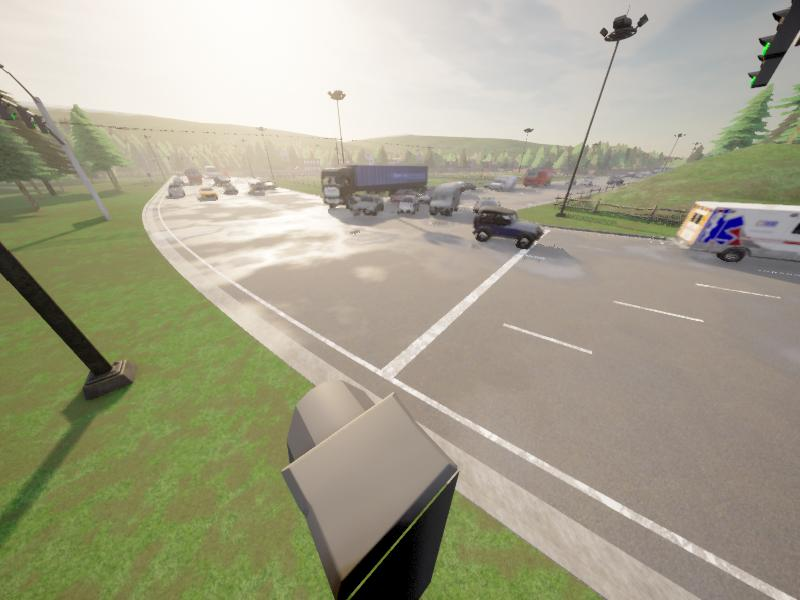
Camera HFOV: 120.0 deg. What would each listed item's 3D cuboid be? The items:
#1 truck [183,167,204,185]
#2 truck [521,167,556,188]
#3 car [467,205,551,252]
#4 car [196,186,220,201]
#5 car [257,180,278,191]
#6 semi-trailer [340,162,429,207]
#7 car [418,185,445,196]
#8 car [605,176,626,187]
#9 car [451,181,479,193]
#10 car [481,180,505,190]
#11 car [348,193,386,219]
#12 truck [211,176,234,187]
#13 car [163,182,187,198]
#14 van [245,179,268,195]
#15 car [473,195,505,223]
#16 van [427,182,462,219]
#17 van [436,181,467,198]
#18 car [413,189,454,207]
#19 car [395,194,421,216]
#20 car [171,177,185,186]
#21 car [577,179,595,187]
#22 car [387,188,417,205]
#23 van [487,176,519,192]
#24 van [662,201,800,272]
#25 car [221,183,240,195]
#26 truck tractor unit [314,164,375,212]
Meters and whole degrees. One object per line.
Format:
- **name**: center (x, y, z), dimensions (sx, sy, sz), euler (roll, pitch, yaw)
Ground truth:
- **truck**: center (-55.176, -33.186, 61.662), dimensions (2.891, 3.827, 8.468), euler (-22, 37, -33)
- **truck**: center (31.054, -27.483, 51.776), dimensions (8.468, 3.827, 2.891), euler (-23, 37, -34)
- **car**: center (6.312, -4.376, 13.697), dimensions (3.866, 1.878, 1.905), euler (20, 36, 31)
- **car**: center (-27.414, -15.300, 32.968), dimensions (1.882, 1.535, 5.008), euler (-23, 37, -34)
- **car**: center (-26.718, -23.190, 46.500), dimensions (2.242, 1.667, 4.611), euler (-22, 37, -33)
- **semi-trailer**: center (-1.212, -15.871, 31.073), dimensions (2.717, 4.402, 14.254), euler (22, 37, 33)
- **car**: center (5.194, -17.864, 37.577), dimensions (4.181, 1.385, 1.994), euler (-23, 37, -34)
- **car**: center (51.754, -28.544, 55.398), dimensions (5.566, 2.045, 2.150), euler (-23, 37, -34)
- **car**: center (11.985, -20.800, 42.410), dimensions (5.027, 1.651, 2.152), euler (-23, 37, -34)
- **car**: center (19.188, -23.763, 47.685), dimensions (4.792, 1.488, 2.163), euler (-23, 37, -34)
- **car**: center (-3.008, -9.142, 22.173), dimensions (2.242, 1.667, 4.611), euler (4, 30, 8)
- **truck**: center (-42.582, -28.574, 55.398), dimensions (6.274, 2.098, 2.390), euler (24, 38, 35)
- **car**: center (-34.260, -16.838, 35.290), dimensions (1.932, 1.855, 4.605), euler (-22, 37, -33)
- **van**: center (-24.419, -19.191, 39.202), dimensions (2.069, 2.038, 4.480), euler (-22, 37, -33)
- **car**: center (7.796, -8.313, 20.764), dimensions (1.930, 1.638, 5.238), euler (6, 30, 11)
- **van**: center (4.406, -9.796, 22.431), dimensions (1.988, 2.561, 5.915), euler (11, 32, 18)
- **van**: center (7.947, -16.993, 35.398), dimensions (4.480, 2.038, 2.069), euler (-23, 37, -34)
- **car**: center (4.219, -12.711, 28.628), dimensions (5.357, 1.411, 2.033), euler (-26, 39, -37)
- **car**: center (0.812, -9.379, 22.722), dimensions (1.845, 1.501, 3.633), euler (6, 30, 11)
- **car**: center (-56.295, -30.158, 58.619), dimensions (2.152, 1.651, 5.027), euler (-22, 37, -33)
- **car**: center (42.573, -26.727, 52.822), dimensions (3.806, 1.475, 1.970), euler (-23, 37, -34)
- **car**: center (0.321, -13.185, 29.314), dimensions (1.845, 1.501, 3.633), euler (23, 37, 34)
- **van**: center (19.612, -22.086, 43.832), dimensions (6.366, 2.431, 2.351), euler (-23, 37, -34)
- **van**: center (17.521, -2.954, 10.694), dimensions (6.366, 2.431, 2.351), euler (17, 34, 27)
- **car**: center (-28.533, -18.692, 38.906), dimensions (1.816, 1.474, 4.193), euler (-22, 37, -33)
- **truck tractor unit**: center (-5.701, -12.568, 25.550), dimensions (3.053, 4.208, 6.516), euler (11, 31, 19)
